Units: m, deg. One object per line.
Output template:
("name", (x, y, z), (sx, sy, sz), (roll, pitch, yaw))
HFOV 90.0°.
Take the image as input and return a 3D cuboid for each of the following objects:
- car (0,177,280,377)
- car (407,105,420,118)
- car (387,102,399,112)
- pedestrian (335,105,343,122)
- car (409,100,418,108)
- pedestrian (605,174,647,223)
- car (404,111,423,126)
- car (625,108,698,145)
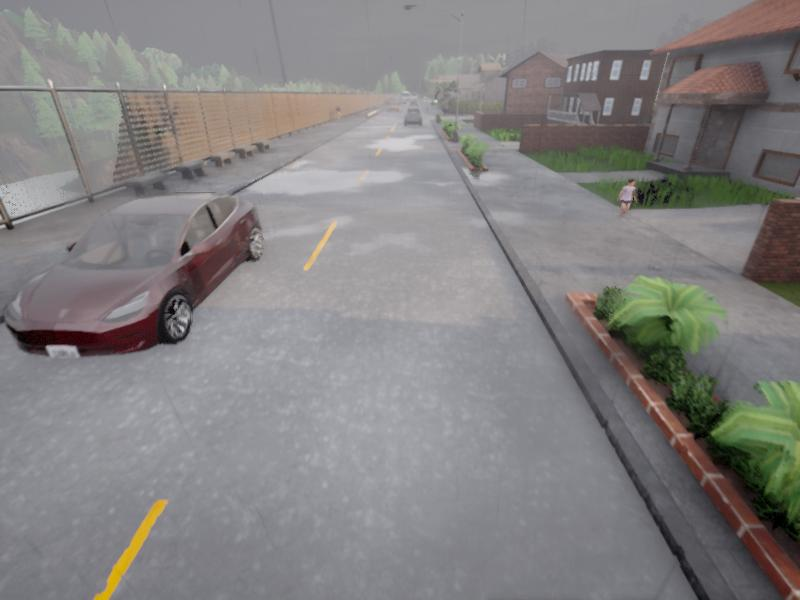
("car", (-3.890, -0.837, 6.650), (2.163, 1.488, 4.792), (1, 27, 2))
("car", (2.059, -28.850, 61.096), (1.882, 1.535, 5.008), (1, 28, 2))
("car", (-1.312, -37.460, 77.580), (2.097, 1.767, 4.553), (1, 27, 2))
("pedestrian", (-7.167, -21.956, 47.065), (0.751, 1.860, 0.751), (1, 27, 1))
("car", (3.530, -49.787, 101.699), (2.242, 1.667, 4.611), (1, 27, 2))
("pedestrian", (5.707, -2.571, 10.138), (0.500, 1.100, 0.500), (-1, 27, -2))
("car", (1.471, -20.273, 44.588), (1.994, 1.385, 4.181), (1, 27, 2))
("car", (16.331, -11.056, 25.323), (1.905, 1.878, 3.866), (1, 27, 2))
